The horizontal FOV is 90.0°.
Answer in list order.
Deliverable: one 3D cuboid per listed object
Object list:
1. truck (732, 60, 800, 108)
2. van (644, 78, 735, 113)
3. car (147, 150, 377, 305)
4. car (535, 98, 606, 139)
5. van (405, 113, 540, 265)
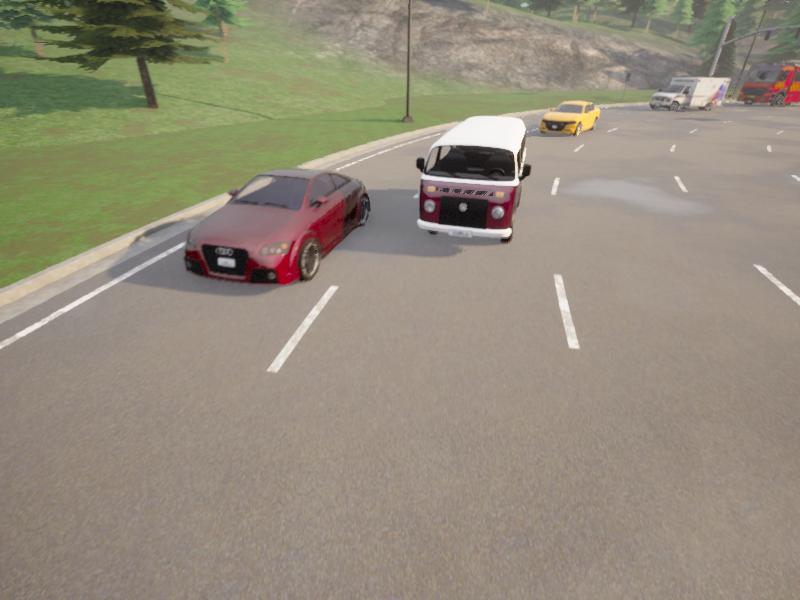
[{"bbox_3d":[36.993,-20.609,38.167,8.468,3.827,2.891,-9,31,-16],"label":"truck"},{"bbox_3d":[24.016,-17.082,33.289,6.366,2.431,2.351,-11,32,-18],"label":"van"},{"bbox_3d":[-2.049,-1.673,7.505,1.994,1.385,4.181,8,31,13],"label":"car"},{"bbox_3d":[9.261,-9.872,21.571,1.882,1.535,5.008,22,36,32],"label":"car"},{"bbox_3d":[1.762,-2.732,8.719,2.069,2.038,4.480,9,31,15],"label":"van"}]
